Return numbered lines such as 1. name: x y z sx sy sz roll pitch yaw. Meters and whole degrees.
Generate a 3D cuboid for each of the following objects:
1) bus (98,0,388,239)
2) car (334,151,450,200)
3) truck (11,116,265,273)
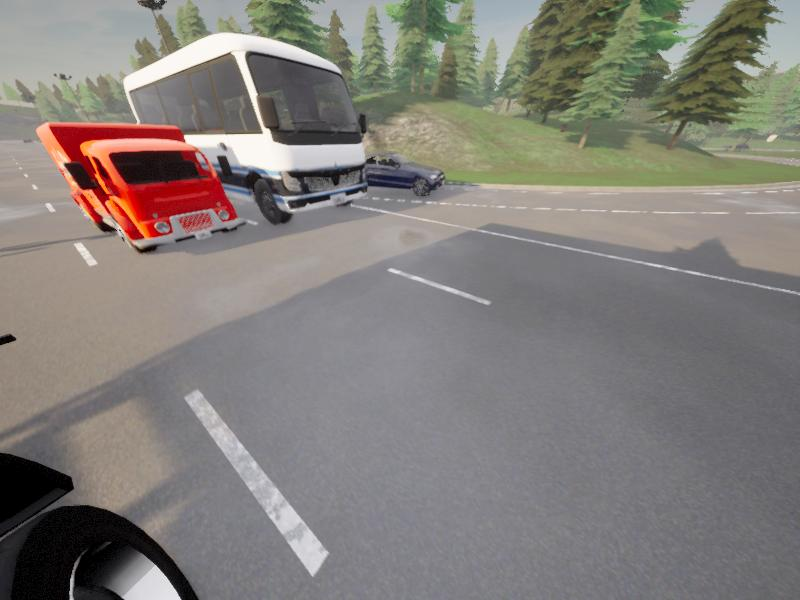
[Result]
1. bus: -5.807 -5.971 8.655 10.273 4.253 3.944 22 41 28
2. car: -0.340 -6.254 11.377 5.027 1.651 2.152 12 37 16
3. truck: -6.620 -3.026 6.014 5.204 2.467 2.627 22 41 28
